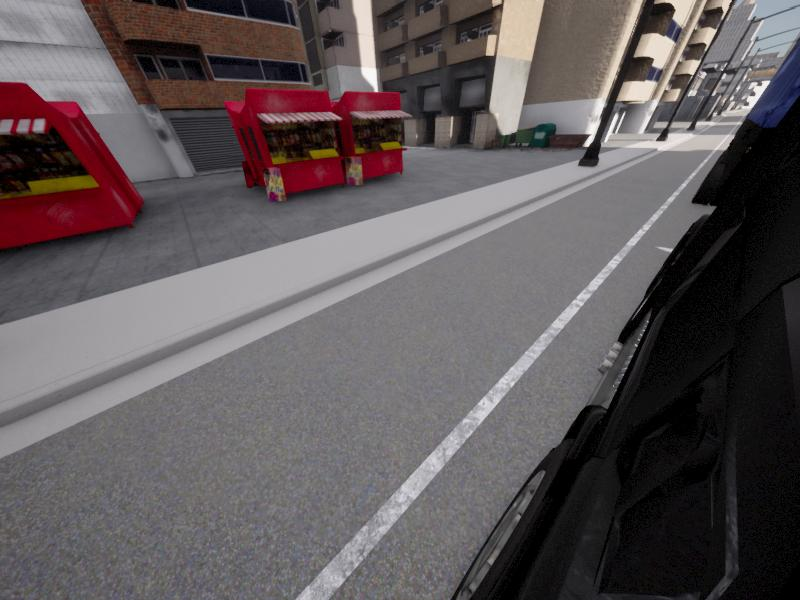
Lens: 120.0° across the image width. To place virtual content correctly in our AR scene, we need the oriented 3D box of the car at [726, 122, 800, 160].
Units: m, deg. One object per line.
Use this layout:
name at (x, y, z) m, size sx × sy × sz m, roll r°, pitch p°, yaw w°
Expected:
car at (22.056, -9.671, 13.941) m, size 4.902 × 1.511 × 2.128 m, roll -28°, pitch 44°, yaw -30°

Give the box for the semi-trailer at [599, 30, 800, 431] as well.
semi-trailer at (8.635, -3.647, 4.289) m, size 14.254 × 4.402 × 2.717 m, roll -29°, pitch 44°, yaw -30°

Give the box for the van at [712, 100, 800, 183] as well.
van at (16.401, -6.994, 9.958) m, size 6.366 × 2.431 × 2.351 m, roll -28°, pitch 44°, yaw -30°

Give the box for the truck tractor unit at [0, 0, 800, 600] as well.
truck tractor unit at (2.645, -0.295, 0.352) m, size 6.516 × 4.208 × 3.053 m, roll -28°, pitch 44°, yaw -30°
